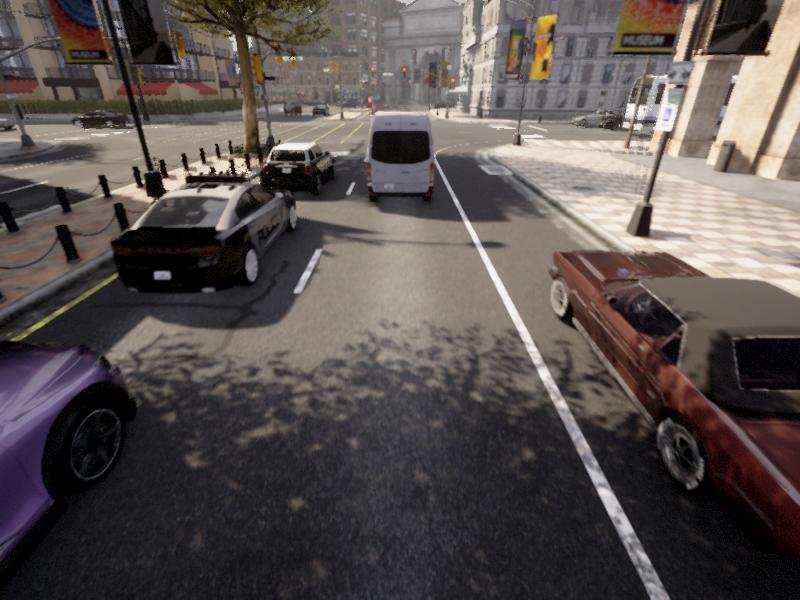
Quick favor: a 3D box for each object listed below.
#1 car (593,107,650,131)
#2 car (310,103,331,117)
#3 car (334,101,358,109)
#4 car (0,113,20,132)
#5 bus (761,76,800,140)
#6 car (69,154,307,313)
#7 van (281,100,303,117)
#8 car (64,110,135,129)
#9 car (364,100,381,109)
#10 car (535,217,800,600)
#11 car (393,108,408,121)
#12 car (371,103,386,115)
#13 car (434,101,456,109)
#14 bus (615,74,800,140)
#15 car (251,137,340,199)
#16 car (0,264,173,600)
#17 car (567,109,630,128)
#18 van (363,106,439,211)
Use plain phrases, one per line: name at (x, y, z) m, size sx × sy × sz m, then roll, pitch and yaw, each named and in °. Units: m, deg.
car at (20.551, -16.851, 37.212) m, size 3.866 × 1.878 × 1.905 m, roll 0°, pitch 27°, yaw 0°
car at (-11.441, -27.634, 58.007) m, size 1.930 × 1.638 × 5.238 m, roll 0°, pitch 27°, yaw 0°
car at (-11.751, -42.461, 86.869) m, size 2.033 × 1.411 × 5.357 m, roll 17°, pitch 32°, yaw 29°
car at (-35.640, -15.054, 33.896) m, size 4.718 × 1.301 × 1.895 m, roll 0°, pitch 27°, yaw 0°
bus at (35.223, -14.682, 30.588) m, size 10.273 × 4.253 × 3.944 m, roll 0°, pitch 27°, yaw 0°
car at (-3.487, -1.730, 8.091) m, size 1.930 × 1.638 × 5.238 m, roll 0°, pitch 27°, yaw 0°
van at (-14.943, -26.706, 55.812) m, size 1.775 × 1.987 × 4.442 m, roll 0°, pitch 27°, yaw 0°
car at (-27.625, -16.690, 36.905) m, size 4.892 × 1.490 × 1.837 m, roll 0°, pitch 27°, yaw 1°
car at (-5.830, -41.359, 84.662) m, size 1.851 × 1.617 × 3.988 m, roll -16°, pitch 32°, yaw -29°
car at (3.257, 0.379, 4.446) m, size 1.895 × 1.301 × 4.718 m, roll 0°, pitch 27°, yaw 0°
car at (0.052, -23.515, 50.535) m, size 1.895 × 1.301 × 4.718 m, roll 0°, pitch 27°, yaw 0°
car at (-3.437, -31.137, 65.165) m, size 2.152 × 1.651 × 5.027 m, roll 0°, pitch 27°, yaw 0°
car at (9.596, -41.564, 85.344) m, size 4.181 × 1.385 × 1.994 m, roll -6°, pitch 28°, yaw -12°
bus at (23.077, -14.785, 30.679) m, size 10.273 × 4.253 × 3.944 m, roll 1°, pitch 27°, yaw 1°
car at (-3.477, -4.796, 14.186) m, size 1.970 × 1.475 × 3.806 m, roll 1°, pitch 27°, yaw 2°
car at (-3.494, 1.518, 1.837) m, size 2.033 × 1.649 × 4.856 m, roll 0°, pitch 27°, yaw 0°
car at (19.959, -18.342, 40.374) m, size 5.027 × 1.651 × 2.152 m, roll 0°, pitch 27°, yaw 0°
van at (0.024, -5.058, 13.569) m, size 1.988 × 2.561 × 5.915 m, roll 0°, pitch 27°, yaw 0°
